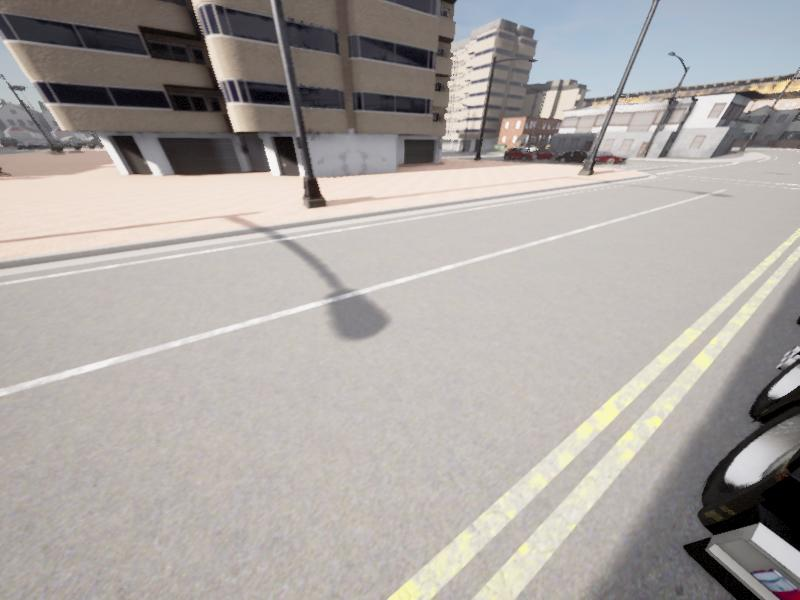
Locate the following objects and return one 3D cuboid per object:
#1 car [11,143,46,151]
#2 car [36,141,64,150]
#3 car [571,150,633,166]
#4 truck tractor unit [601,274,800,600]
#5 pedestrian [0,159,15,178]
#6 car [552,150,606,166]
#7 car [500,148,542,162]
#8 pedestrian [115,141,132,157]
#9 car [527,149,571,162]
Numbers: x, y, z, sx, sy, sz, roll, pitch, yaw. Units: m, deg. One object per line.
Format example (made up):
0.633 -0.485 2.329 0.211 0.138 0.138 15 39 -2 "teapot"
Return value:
-76.574 -31.729 47.728 1.895 1.301 4.718 -18 39 -24 "car"
-80.198 -35.488 53.020 1.970 1.475 3.806 -17 38 -23 "car"
25.022 -17.843 28.858 2.033 1.411 5.357 -19 38 -25 "car"
5.126 -0.285 0.761 6.516 4.208 3.053 -18 39 -23 "truck tractor unit"
-27.176 -8.940 15.634 0.500 1.100 0.500 8 35 10 "pedestrian"
21.548 -17.295 28.015 1.812 1.442 4.674 -19 38 -25 "car"
17.464 -21.192 33.636 2.033 1.649 4.856 -19 38 -25 "car"
-40.299 -22.014 33.671 0.751 1.860 0.751 -23 41 -30 "pedestrian"
21.537 -21.149 33.672 2.163 1.488 4.792 -19 38 -25 "car"
